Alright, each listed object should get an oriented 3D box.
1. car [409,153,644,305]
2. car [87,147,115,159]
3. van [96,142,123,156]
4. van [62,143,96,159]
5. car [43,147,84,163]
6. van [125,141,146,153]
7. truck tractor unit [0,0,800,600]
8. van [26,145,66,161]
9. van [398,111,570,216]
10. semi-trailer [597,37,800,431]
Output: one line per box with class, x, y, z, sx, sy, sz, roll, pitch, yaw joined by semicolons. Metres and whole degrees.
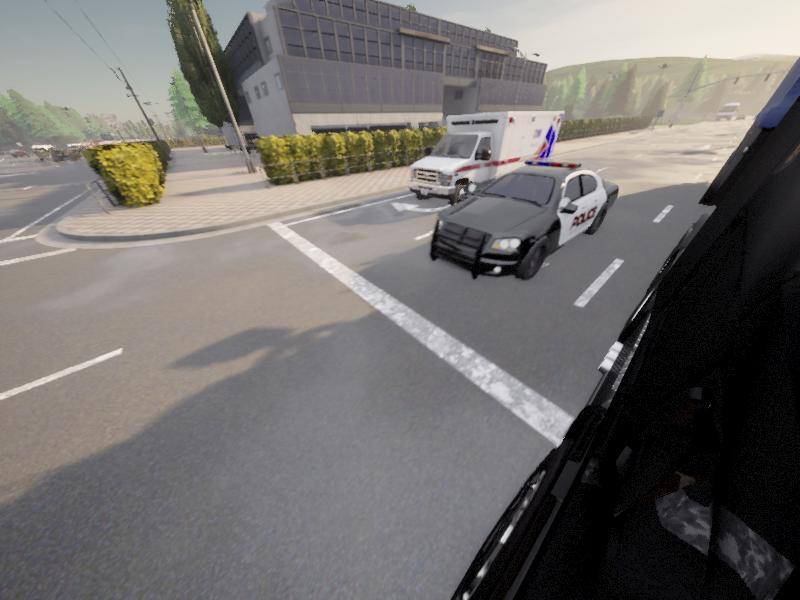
car;2.733;-1.964;4.850;4.974;1.542;2.038;-27;43;-30
car;-49.711;-24.596;38.533;1.994;1.385;4.181;-27;43;-29
van;-55.515;-28.996;44.224;2.069;2.038;4.480;-27;43;-29
van;-56.582;-26.417;40.842;2.069;2.038;4.480;-27;43;-29
car;-50.564;-21.979;34.835;2.242;1.667;4.611;-27;43;-29
van;-54.485;-31.584;47.661;1.775;1.987;4.442;-27;43;-29
truck tractor unit;2.645;-0.295;0.351;6.516;4.208;3.053;-28;44;-30
van;-58.463;-24.419;38.287;2.069;2.038;4.480;-27;43;-29
van;3.186;-5.303;8.521;6.366;2.431;2.351;-28;43;-30
semi-trailer;8.718;-3.587;4.215;14.254;4.402;2.717;-28;43;-30
